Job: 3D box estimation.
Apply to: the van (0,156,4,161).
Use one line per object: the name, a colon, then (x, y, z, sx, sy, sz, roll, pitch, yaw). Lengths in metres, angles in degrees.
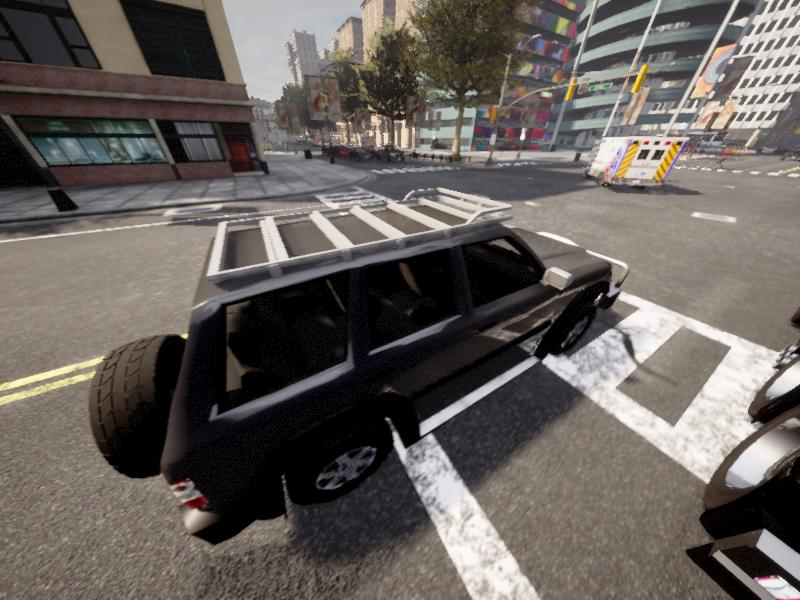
van: (-45.593, -15.532, 24.132, 2.069, 2.038, 4.480, -18, 39, -24)

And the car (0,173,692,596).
car: (0.331, -0.094, 2.500, 4.605, 1.855, 1.932, -18, 39, -24)

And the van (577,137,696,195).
van: (13.457, -8.368, 14.029, 2.351, 2.431, 6.366, 12, 36, 16)

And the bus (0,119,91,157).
bus: (-54.269, -24.882, 35.572, 3.944, 4.253, 10.273, -18, 40, -24)

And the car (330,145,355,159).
car: (-8.473, -21.822, 33.958, 2.007, 1.525, 4.514, -18, 39, -24)

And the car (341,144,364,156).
car: (-8.138, -25.478, 39.230, 2.128, 1.511, 4.902, -18, 39, -24)

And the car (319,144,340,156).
car: (-11.772, -25.049, 38.595, 1.837, 1.490, 4.892, -18, 39, -25)

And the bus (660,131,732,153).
bus: (75.448, -40.729, 59.493, 3.944, 4.253, 10.273, -2, 35, -4)

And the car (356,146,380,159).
car: (-4.804, -22.109, 34.543, 1.994, 1.385, 4.181, -18, 39, -25)

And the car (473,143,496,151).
car: (20.349, -37.196, 56.118, 2.128, 1.511, 4.902, -18, 39, -25)

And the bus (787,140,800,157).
bus: (72.550, -25.806, 38.017, 3.944, 4.253, 10.273, 17, 38, 22)

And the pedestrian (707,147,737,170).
pedestrian: (30.352, -13.342, 21.784, 0.751, 1.860, 0.751, -20, 40, -26)

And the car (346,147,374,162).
car: (-5.107, -18.499, 29.285, 1.812, 1.442, 4.674, -18, 39, -24)

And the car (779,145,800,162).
car: (55.422, -20.452, 32.242, 3.866, 1.878, 1.905, -21, 40, -28)

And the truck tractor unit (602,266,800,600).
truck tractor unit: (5.113, -0.299, 0.779, 6.516, 4.208, 3.053, -18, 39, -24)

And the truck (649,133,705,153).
truck: (68.658, -39.271, 57.711, 2.891, 3.827, 8.468, 0, 35, -1)

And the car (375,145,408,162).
car: (-1.175, -18.638, 29.321, 2.242, 1.667, 4.611, -18, 39, -24)
